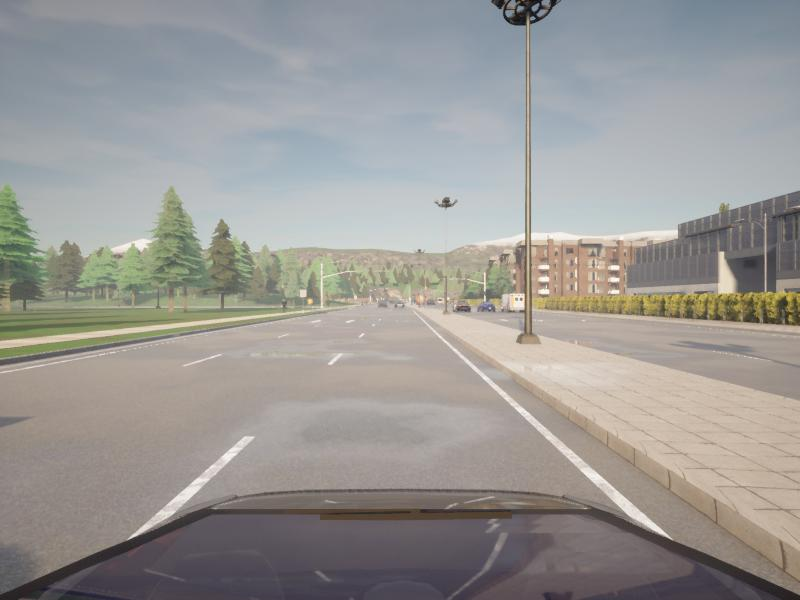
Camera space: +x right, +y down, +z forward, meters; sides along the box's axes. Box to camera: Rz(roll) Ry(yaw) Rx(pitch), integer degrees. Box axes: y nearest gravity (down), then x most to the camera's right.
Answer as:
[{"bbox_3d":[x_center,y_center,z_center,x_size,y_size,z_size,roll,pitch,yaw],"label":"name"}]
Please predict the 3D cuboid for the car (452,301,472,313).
[{"bbox_3d":[8.250,0.874,53.841,2.038,1.542,4.974,0,0,1],"label":"car"}]

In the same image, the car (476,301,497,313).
[{"bbox_3d":[11.755,0.918,54.568,1.812,1.442,4.674,0,0,0],"label":"car"}]

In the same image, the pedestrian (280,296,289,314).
[{"bbox_3d":[-12.344,0.523,42.841,0.751,1.860,0.751,0,0,2],"label":"pedestrian"}]

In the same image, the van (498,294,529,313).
[{"bbox_3d":[15.255,0.426,54.148,2.351,2.431,6.366,0,0,0],"label":"van"}]

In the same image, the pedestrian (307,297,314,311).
[{"bbox_3d":[-12.053,0.533,54.058,0.751,1.860,0.751,0,0,2],"label":"pedestrian"}]
